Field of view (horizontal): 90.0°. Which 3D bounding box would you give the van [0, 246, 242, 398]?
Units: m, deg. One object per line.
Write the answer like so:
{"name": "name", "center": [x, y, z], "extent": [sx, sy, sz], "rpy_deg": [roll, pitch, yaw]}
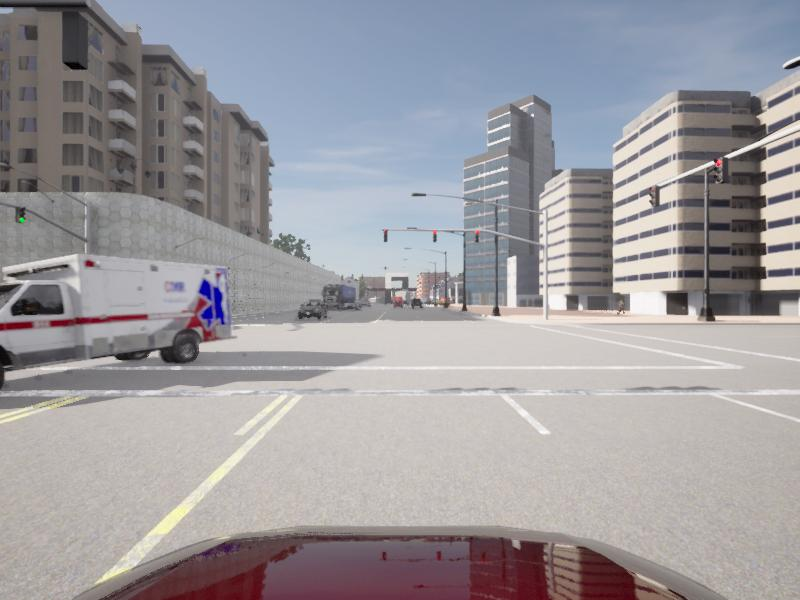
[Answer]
{"name": "van", "center": [-6.790, 0.412, 8.938], "extent": [2.351, 2.431, 6.366], "rpy_deg": [-5, -1, 18]}

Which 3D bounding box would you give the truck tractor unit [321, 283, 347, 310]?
{"name": "truck tractor unit", "center": [-10.678, -0.521, 65.013], "extent": [3.053, 4.208, 6.516], "rpy_deg": [0, 0, 1]}

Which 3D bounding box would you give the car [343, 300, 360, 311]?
{"name": "car", "center": [-7.278, 0.828, 60.219], "extent": [2.038, 1.542, 4.974], "rpy_deg": [0, 0, 0]}

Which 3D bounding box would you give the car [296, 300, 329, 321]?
{"name": "car", "center": [-7.138, 0.788, 33.005], "extent": [1.851, 1.617, 3.988], "rpy_deg": [0, 0, 0]}

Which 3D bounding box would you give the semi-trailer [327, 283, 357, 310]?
{"name": "semi-trailer", "center": [-10.372, -0.618, 72.920], "extent": [2.717, 4.402, 14.254], "rpy_deg": [0, 0, 3]}
